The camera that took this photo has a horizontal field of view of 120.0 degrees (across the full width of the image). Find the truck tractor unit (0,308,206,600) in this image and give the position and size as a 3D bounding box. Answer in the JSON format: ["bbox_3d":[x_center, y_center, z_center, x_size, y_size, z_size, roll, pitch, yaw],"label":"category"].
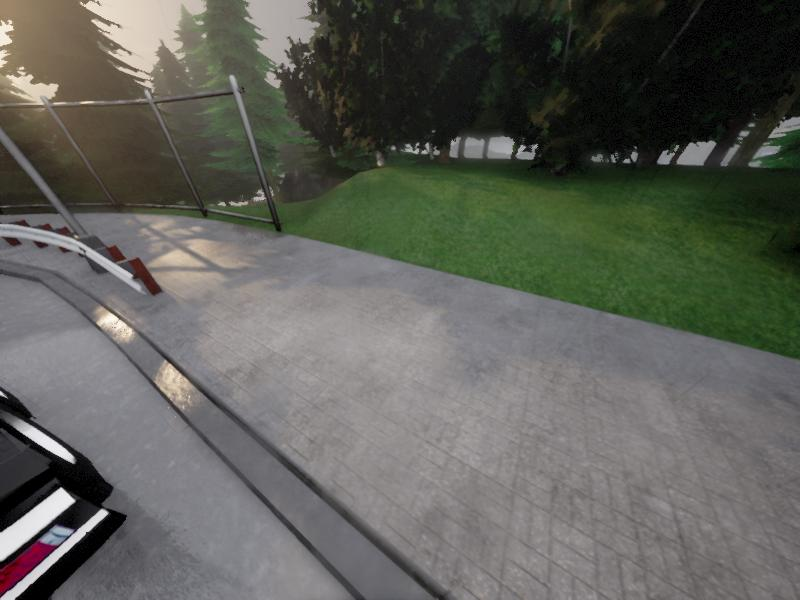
[{"bbox_3d":[-5.219,-0.175,0.593,6.516,4.208,3.053,14,37,18],"label":"truck tractor unit"}]
